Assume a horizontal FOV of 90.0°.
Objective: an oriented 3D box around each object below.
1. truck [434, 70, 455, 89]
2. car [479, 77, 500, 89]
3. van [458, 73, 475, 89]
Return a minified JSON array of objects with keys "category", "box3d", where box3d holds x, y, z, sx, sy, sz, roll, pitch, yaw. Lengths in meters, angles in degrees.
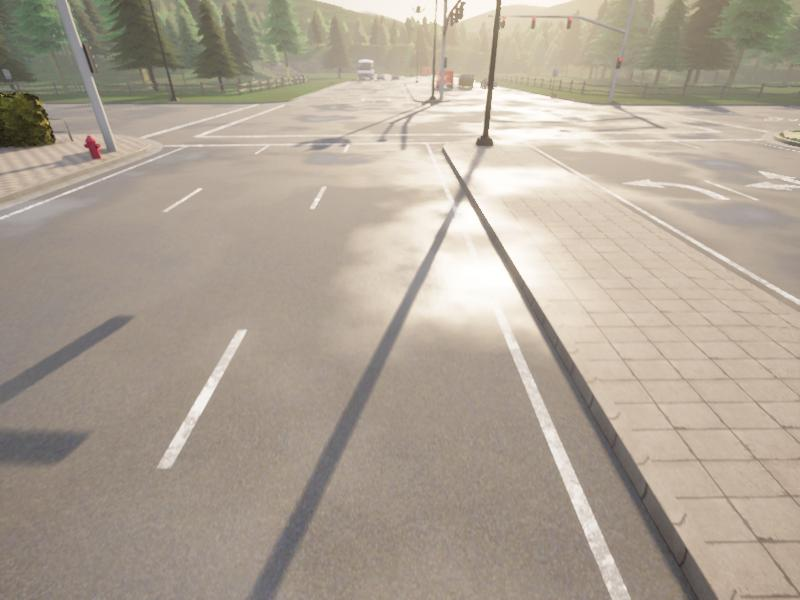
[{"category":"truck","box3d":[6.788,-34.039,61.672,2.627,2.467,5.204,0,30,-1]},{"category":"car","box3d":[13.789,-33.615,62.001,2.033,1.411,5.357,0,30,-1]},{"category":"van","box3d":[10.278,-34.204,62.435,1.775,1.987,4.442,0,30,-1]}]
